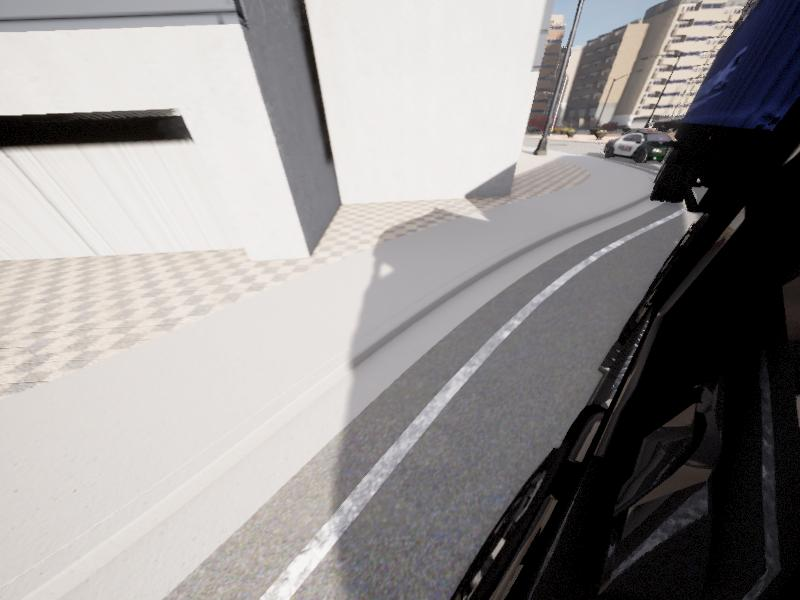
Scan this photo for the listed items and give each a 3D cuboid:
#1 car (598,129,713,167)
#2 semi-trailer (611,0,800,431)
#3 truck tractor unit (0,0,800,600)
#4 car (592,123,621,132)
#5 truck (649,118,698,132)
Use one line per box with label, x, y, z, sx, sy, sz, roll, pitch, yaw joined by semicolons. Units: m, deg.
car;14.877;-9.343;14.032;2.038;1.542;4.974;3;37;7
semi-trailer;8.086;-3.943;4.774;2.717;4.402;14.254;26;45;34
truck tractor unit;2.645;-0.295;0.351;6.516;4.208;3.053;-28;44;-30
car;49.721;-41.545;55.694;4.856;1.649;2.033;-3;37;-2
truck;55.870;-35.745;47.294;6.274;2.098;2.390;-3;37;-2
